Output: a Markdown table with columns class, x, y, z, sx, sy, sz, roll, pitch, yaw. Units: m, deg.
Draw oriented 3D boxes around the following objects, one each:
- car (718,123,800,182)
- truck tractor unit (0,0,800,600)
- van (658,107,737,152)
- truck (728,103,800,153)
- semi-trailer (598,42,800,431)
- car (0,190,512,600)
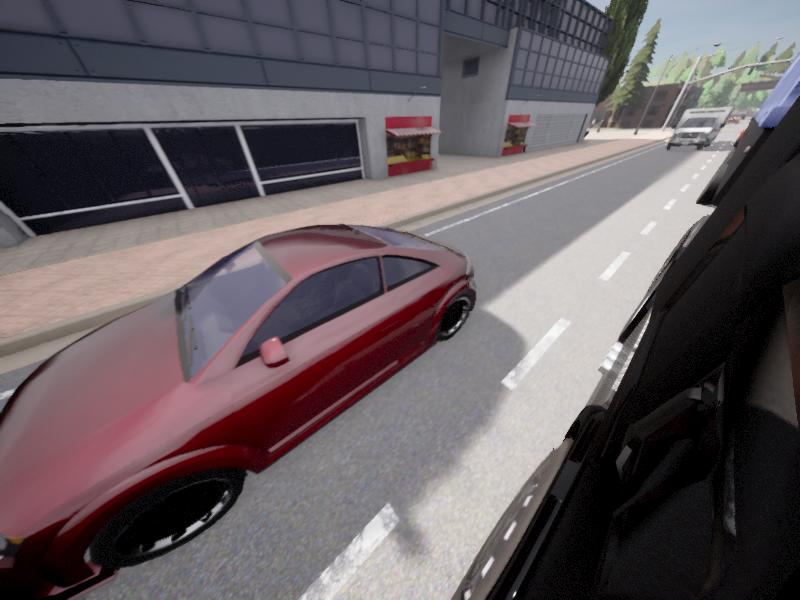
| class | x | y | z | sx | sy | sz | roll | pitch | yaw |
| --- | --- | --- | --- | --- | --- | --- | --- | --- | --- |
| car | 15.842 | -6.303 | 9.675 | 4.611 | 1.667 | 2.242 | -28 | 44 | -30 |
| truck tractor unit | 2.645 | -0.295 | 0.351 | 6.516 | 4.208 | 3.053 | -28 | 44 | -30 |
| van | 22.594 | -12.964 | 17.514 | 6.366 | 2.431 | 2.351 | -28 | 44 | -30 |
| truck | 25.439 | -11.764 | 15.688 | 5.204 | 2.467 | 2.627 | -29 | 44 | -30 |
| semi-trailer | 8.692 | -3.610 | 4.234 | 14.254 | 4.402 | 2.717 | -28 | 44 | -30 |
| car | -1.028 | 0.095 | 2.437 | 4.181 | 1.385 | 1.994 | -28 | 44 | -30 |
